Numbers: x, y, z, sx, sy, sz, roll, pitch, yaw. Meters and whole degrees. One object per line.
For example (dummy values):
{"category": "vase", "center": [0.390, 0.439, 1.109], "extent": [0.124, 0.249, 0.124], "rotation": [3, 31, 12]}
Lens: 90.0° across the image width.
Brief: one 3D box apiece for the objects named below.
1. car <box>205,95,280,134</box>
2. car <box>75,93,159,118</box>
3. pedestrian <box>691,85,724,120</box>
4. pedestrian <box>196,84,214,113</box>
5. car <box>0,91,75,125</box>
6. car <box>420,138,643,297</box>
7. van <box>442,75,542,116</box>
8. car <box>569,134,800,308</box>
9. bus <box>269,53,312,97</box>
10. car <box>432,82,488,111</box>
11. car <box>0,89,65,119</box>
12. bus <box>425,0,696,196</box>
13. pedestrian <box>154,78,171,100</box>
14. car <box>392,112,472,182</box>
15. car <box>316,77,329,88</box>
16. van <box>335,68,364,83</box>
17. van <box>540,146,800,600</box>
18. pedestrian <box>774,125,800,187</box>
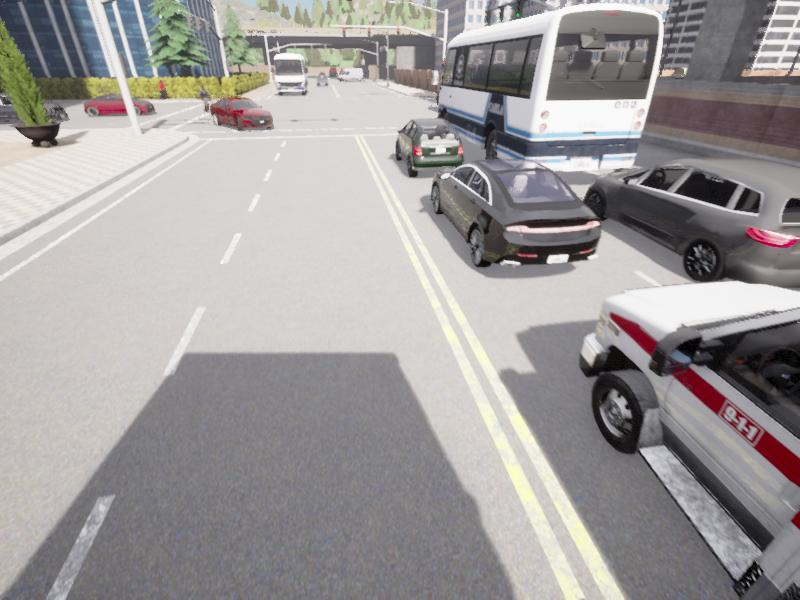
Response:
{"category": "car", "center": [-8.914, -10.512, 22.443], "extent": [1.882, 1.535, 5.008], "rotation": [-24, 38, -36]}
{"category": "car", "center": [-19.749, -13.728, 28.124], "extent": [4.181, 1.385, 1.994], "rotation": [-6, 31, -10]}
{"category": "pedestrian", "center": [18.639, -11.990, 24.254], "extent": [0.751, 1.860, 0.751], "rotation": [-3, 31, -6]}
{"category": "pedestrian", "center": [-14.470, -14.993, 29.741], "extent": [0.751, 1.860, 0.751], "rotation": [-11, 32, -18]}
{"category": "car", "center": [-23.281, -11.701, 24.372], "extent": [4.611, 1.667, 2.242], "rotation": [-5, 31, -8]}
{"category": "car", "center": [1.959, -2.009, 7.926], "extent": [2.128, 1.511, 4.902], "rotation": [-5, 31, -8]}
{"category": "van", "center": [6.508, -14.765, 28.800], "extent": [6.366, 2.431, 2.351], "rotation": [-5, 31, -9]}
{"category": "car", "center": [5.587, -1.844, 7.479], "extent": [2.242, 1.667, 4.611], "rotation": [-5, 31, -8]}
{"category": "bus", "center": [-13.058, -27.548, 48.865], "extent": [3.944, 4.253, 10.273], "rotation": [-5, 31, -8]}
{"category": "car", "center": [4.709, -16.168, 31.730], "extent": [3.866, 1.878, 1.905], "rotation": [-5, 31, -9]}
{"category": "car", "center": [-26.375, -13.212, 26.984], "extent": [5.238, 1.638, 1.930], "rotation": [-5, 31, -9]}
{"category": "bus", "center": [4.009, -7.364, 14.357], "extent": [3.944, 4.253, 10.273], "rotation": [-5, 31, -8]}
{"category": "pedestrian", "center": [-22.802, -20.246, 38.427], "extent": [0.751, 1.860, 0.751], "rotation": [-3, 30, -5]}
{"category": "car", "center": [0.903, -5.230, 13.387], "extent": [1.789, 1.549, 3.705], "rotation": [-5, 31, -8]}
{"category": "car", "center": [-12.727, -35.728, 65.616], "extent": [1.812, 1.442, 4.674], "rotation": [-5, 31, -8]}
{"category": "van", "center": [-10.664, -47.738, 84.987], "extent": [5.915, 2.561, 1.988], "rotation": [-25, 38, -36]}
{"category": "van", "center": [3.212, 1.383, 1.222], "extent": [2.351, 2.431, 6.366], "rotation": [-5, 31, -8]}
{"category": "pedestrian", "center": [11.179, -4.083, 10.756], "extent": [0.751, 1.860, 0.751], "rotation": [-4, 31, -8]}
